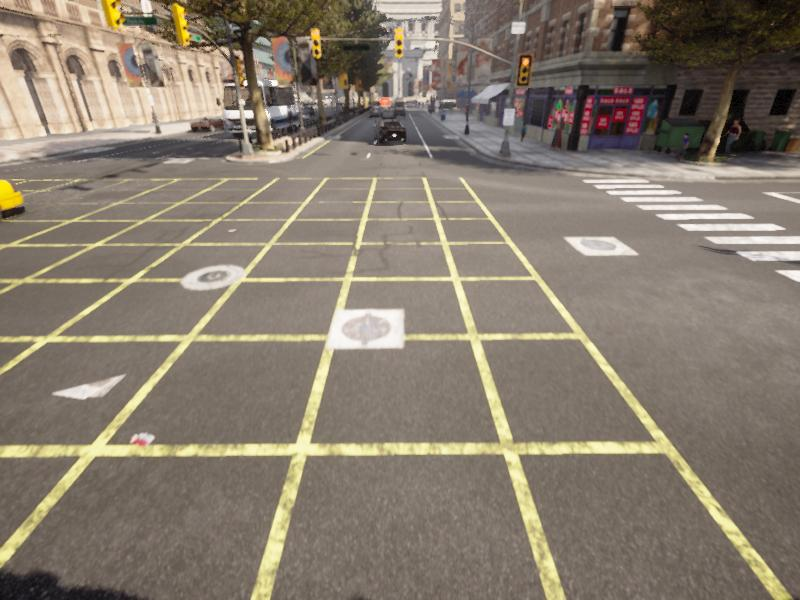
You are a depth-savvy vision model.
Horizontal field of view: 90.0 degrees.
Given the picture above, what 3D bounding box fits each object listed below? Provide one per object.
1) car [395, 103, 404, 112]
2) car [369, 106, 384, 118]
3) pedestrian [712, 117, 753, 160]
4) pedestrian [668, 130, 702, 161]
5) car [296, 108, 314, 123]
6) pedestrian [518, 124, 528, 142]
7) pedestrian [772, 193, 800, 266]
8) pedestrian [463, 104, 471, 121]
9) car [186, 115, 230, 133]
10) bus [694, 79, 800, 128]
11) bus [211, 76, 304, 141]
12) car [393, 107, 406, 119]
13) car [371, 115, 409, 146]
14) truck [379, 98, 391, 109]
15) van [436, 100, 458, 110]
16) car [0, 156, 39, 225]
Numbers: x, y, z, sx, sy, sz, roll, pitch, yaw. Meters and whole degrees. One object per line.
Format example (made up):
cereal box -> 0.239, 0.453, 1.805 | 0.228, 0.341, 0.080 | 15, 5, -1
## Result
car -> -0.106, -39.062, 81.110 | 1.930, 1.638, 5.238 | 0, 27, 0
car -> -3.576, -28.594, 60.885 | 1.970, 1.475, 3.806 | 0, 27, 0
pedestrian -> 16.105, -7.855, 19.427 | 0.751, 1.860, 0.751 | -2, 27, -4
pedestrian -> 13.760, -7.491, 19.349 | 0.751, 1.300, 0.751 | -5, 27, -8
car -> -12.093, -23.566, 51.084 | 1.845, 1.501, 3.633 | -3, 27, -6
pedestrian -> 8.358, -11.361, 27.169 | 0.500, 1.100, 0.500 | 8, 28, 16
pedestrian -> 8.202, -1.618, 7.652 | 0.751, 1.860, 0.751 | 0, 27, 0
pedestrian -> 8.045, -22.513, 48.109 | 0.751, 1.860, 0.751 | 0, 27, 1
car -> -18.295, -16.900, 38.370 | 1.895, 1.301, 4.718 | 0, 27, 0
bus -> 38.133, -21.499, 43.641 | 3.944, 4.253, 10.273 | 0, 27, 0
bus -> -11.424, -16.254, 33.821 | 3.944, 4.253, 10.273 | 0, 27, 0
car -> -0.073, -27.124, 57.967 | 1.837, 1.490, 4.892 | 0, 27, 0
car -> -0.839, -12.388, 29.047 | 1.930, 1.638, 5.238 | -5, 28, -9
truck -> -3.631, -48.439, 98.536 | 2.627, 2.467, 5.204 | 0, 27, 0
van -> 10.294, -42.856, 87.991 | 4.480, 2.038, 2.069 | 1, 27, 3
car -> -11.505, -2.033, 8.989 | 1.801, 1.575, 5.366 | 0, 27, 0
